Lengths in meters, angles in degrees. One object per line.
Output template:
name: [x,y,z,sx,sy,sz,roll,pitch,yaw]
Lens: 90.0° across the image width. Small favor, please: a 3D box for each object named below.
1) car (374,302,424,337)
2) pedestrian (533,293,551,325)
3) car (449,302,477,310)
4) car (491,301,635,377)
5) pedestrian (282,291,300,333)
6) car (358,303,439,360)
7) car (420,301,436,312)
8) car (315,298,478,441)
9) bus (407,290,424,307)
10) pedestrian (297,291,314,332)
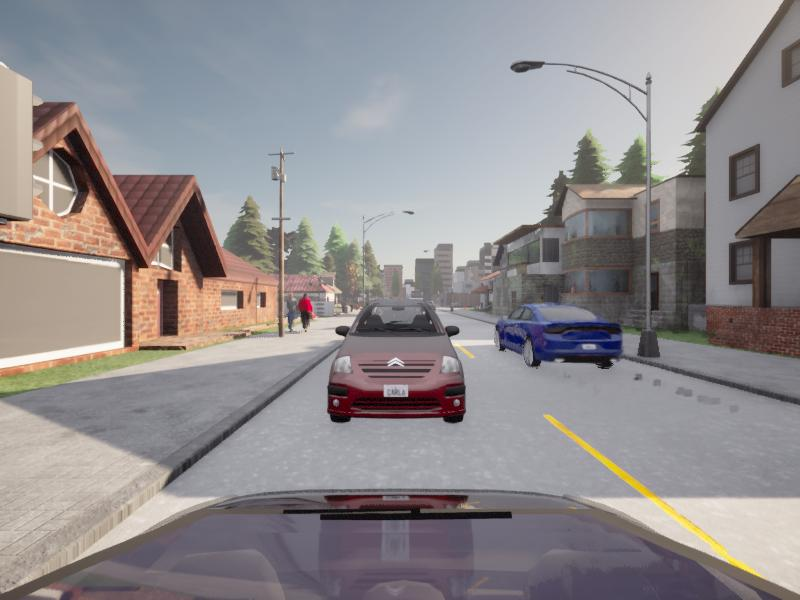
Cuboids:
car: [-0.032,0.851,19.557,2.163,1.488,4.792,0,0,0]
pedestrian: [8.419,0.533,23.755,0.751,1.860,0.751,0,0,-9]
car: [11.982,1.142,76.222,5.027,1.651,2.152,0,0,0]
car: [3.965,0.823,10.850,1.882,1.535,5.008,0,0,0]
pedestrian: [-4.895,0.533,18.019,0.751,1.860,0.751,0,0,-10]
car: [-0.034,0.851,13.091,2.163,1.488,4.792,0,0,0]
car: [3.988,0.853,56.835,1.970,1.475,3.806,0,0,0]
car: [-0.037,0.788,6.528,1.851,1.617,3.988,0,0,0]
bus: [3.885,-0.319,102.546,3.944,4.253,10.273,0,0,0]
pedestrian: [-4.368,0.533,18.533,0.751,1.860,0.751,0,0,-10]
